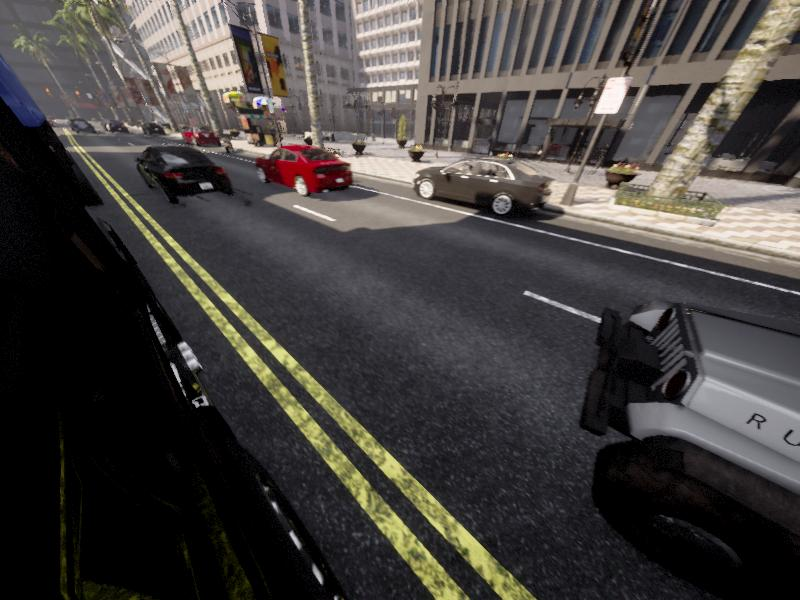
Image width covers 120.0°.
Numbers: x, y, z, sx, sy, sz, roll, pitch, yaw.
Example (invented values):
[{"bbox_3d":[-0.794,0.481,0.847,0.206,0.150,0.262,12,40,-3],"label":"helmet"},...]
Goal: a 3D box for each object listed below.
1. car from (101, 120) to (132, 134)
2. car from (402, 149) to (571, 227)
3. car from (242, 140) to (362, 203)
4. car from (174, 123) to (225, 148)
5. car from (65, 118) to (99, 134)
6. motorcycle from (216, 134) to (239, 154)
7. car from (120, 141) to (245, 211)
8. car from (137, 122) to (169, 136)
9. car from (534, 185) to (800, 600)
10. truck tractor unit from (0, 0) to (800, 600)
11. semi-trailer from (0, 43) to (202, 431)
[{"bbox_3d":[-43.117,-26.344,35.119,4.974,1.542,2.038,28,44,30],"label":"car"},{"bbox_3d":[2.712,-4.226,8.182,4.892,1.521,2.231,28,44,30],"label":"car"},{"bbox_3d":[-4.005,-5.381,9.330,5.008,1.535,1.882,28,44,30],"label":"car"},{"bbox_3d":[-19.766,-16.261,22.770,4.553,1.767,2.185,28,44,30],"label":"car"},{"bbox_3d":[-44.068,-24.140,32.030,4.856,1.649,2.033,29,44,30],"label":"car"},{"bbox_3d":[-14.241,-12.980,19.175,0.764,1.277,2.356,-11,39,-17],"label":"motorcycle"},{"bbox_3d":[-7.626,-4.529,8.054,4.674,1.442,1.812,28,44,30],"label":"car"},{"bbox_3d":[-36.386,-25.190,34.014,4.792,1.488,2.163,28,44,30],"label":"car"},{"bbox_3d":[3.175,1.022,0.878,3.866,1.878,1.905,28,44,30],"label":"car"},{"bbox_3d":[-2.645,-0.295,0.351,6.516,4.208,3.053,28,44,30],"label":"truck tractor unit"},{"bbox_3d":[-8.705,-3.588,4.240,14.254,4.402,2.717,28,44,30],"label":"semi-trailer"}]
